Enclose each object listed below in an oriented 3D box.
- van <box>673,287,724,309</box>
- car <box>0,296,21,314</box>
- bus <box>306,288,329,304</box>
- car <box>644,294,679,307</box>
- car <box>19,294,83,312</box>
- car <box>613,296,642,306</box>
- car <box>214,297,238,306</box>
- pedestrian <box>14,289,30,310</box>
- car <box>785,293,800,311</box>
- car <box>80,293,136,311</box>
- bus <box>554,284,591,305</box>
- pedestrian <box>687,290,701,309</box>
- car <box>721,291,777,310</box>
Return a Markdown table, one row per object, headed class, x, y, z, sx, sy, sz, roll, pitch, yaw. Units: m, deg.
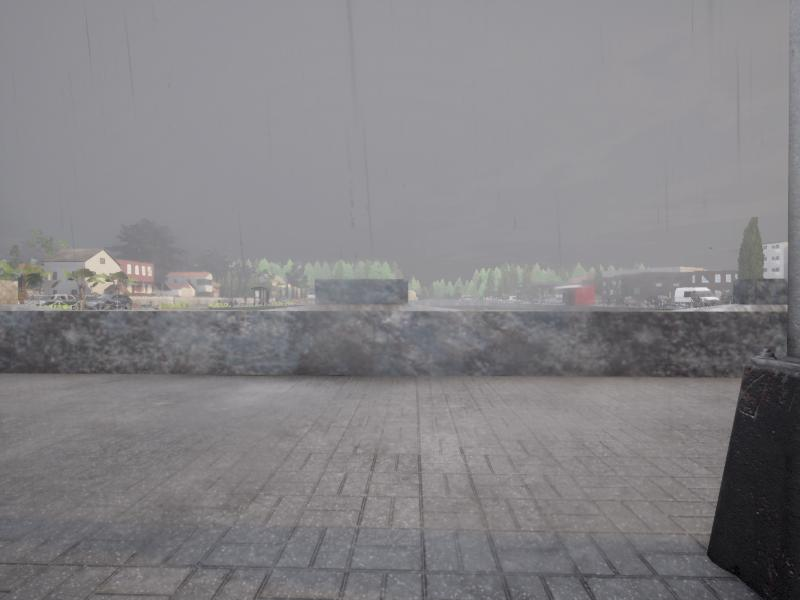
| class | x | y | z | sx | sy | sz | roll | pitch | yaw |
| --- | --- | --- | --- | --- | --- | --- | --- | --- | --- |
| van | 36.850 | -0.278 | 49.652 | 1.988 | 2.561 | 5.915 | 0 | 0 | 2 |
| car | -29.630 | 0.344 | 27.856 | 1.895 | 1.301 | 4.718 | 0 | 0 | 2 |
| bus | -22.925 | -1.139 | 111.365 | 3.944 | 4.253 | 10.273 | 0 | 0 | 2 |
| car | 37.100 | 0.094 | 56.978 | 2.097 | 1.767 | 4.553 | 0 | 0 | 2 |
| car | -29.422 | 0.253 | 33.891 | 1.970 | 1.475 | 3.806 | 0 | 0 | 2 |
| car | 37.398 | 0.168 | 65.909 | 2.033 | 1.649 | 4.856 | 0 | 0 | 2 |
| car | -28.364 | 0.296 | 65.316 | 1.994 | 1.385 | 4.181 | 0 | 0 | 2 |
| pedestrian | -34.447 | -0.067 | 36.442 | 0.751 | 1.860 | 0.751 | 0 | 0 | 1 |
| car | 36.340 | 0.201 | 34.239 | 1.801 | 1.575 | 5.366 | 0 | 0 | 2 |
| car | -29.211 | 0.178 | 40.270 | 2.033 | 1.649 | 4.856 | 0 | 0 | 2 |
| bus | 38.302 | -1.139 | 89.308 | 3.944 | 4.253 | 10.273 | 0 | 0 | 2 |
| pedestrian | 28.347 | -0.053 | 38.589 | 0.751 | 1.860 | 0.751 | 0 | 0 | 3 |
| car | 36.603 | 0.052 | 42.120 | 1.932 | 1.855 | 4.605 | 0 | 0 | 2 |
